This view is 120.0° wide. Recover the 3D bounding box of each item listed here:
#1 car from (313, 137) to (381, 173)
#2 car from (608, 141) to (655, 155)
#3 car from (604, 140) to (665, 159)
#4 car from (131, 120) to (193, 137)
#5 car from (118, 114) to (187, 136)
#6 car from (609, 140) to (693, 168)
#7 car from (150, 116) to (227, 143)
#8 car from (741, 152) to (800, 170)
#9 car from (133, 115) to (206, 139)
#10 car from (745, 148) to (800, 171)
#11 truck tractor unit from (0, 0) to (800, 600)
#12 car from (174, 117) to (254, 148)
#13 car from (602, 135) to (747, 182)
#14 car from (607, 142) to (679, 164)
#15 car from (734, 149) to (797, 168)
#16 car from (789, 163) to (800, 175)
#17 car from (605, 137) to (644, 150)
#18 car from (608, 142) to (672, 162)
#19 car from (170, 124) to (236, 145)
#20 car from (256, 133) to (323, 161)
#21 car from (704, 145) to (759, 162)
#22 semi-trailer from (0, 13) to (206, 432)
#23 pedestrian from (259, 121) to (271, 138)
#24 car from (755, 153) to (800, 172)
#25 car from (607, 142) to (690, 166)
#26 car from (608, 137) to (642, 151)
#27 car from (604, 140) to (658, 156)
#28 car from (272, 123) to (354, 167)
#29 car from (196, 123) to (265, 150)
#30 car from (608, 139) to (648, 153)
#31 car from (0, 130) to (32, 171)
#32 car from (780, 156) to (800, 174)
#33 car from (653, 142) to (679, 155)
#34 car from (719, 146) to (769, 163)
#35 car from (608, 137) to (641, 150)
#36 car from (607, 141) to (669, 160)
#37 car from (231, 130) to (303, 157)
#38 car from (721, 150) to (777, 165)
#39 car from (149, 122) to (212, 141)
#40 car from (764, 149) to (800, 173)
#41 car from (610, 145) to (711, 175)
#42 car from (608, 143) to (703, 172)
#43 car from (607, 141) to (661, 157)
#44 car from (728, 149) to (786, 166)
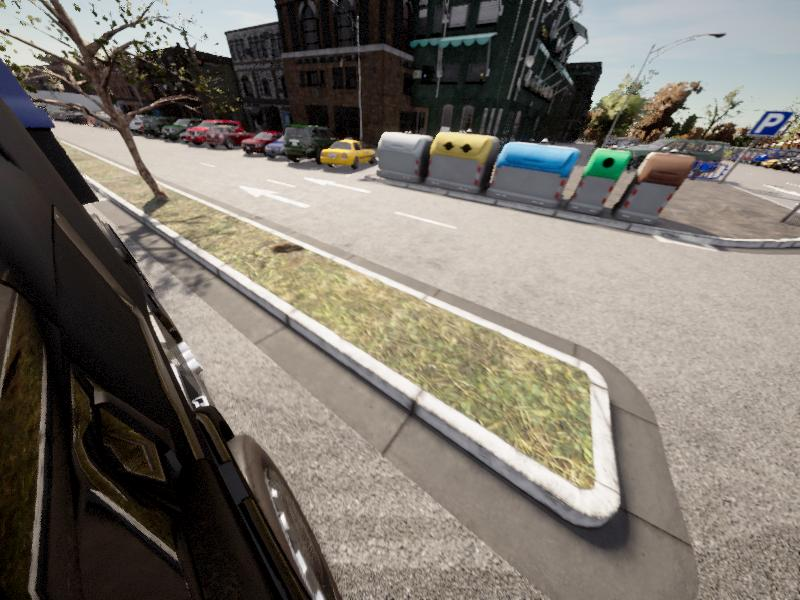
[{"bbox_3d":[-3.071,-9.485,14.853,1.946,1.575,5.366,11,37,11],"label":"car"},{"bbox_3d":[36.996,-24.463,37.148,4.792,1.488,2.163,12,38,11],"label":"car"},{"bbox_3d":[31.551,-20.405,31.294,5.366,1.575,1.946,12,38,11],"label":"car"},{"bbox_3d":[-30.049,-21.797,29.467,2.097,1.535,5.008,12,37,11],"label":"car"},{"bbox_3d":[-32.483,-23.139,30.673,2.435,2.045,5.566,11,37,11],"label":"car"},{"bbox_3d":[22.976,-13.609,21.428,4.553,1.767,2.185,12,38,11],"label":"car"},{"bbox_3d":[-22.701,-18.604,25.294,2.435,2.045,5.566,12,37,11],"label":"car"},{"bbox_3d":[53.699,-20.074,33.294,4.792,1.488,2.163,14,39,10],"label":"car"},{"bbox_3d":[-27.591,-20.889,28.007,2.435,2.045,5.566,11,37,11],"label":"car"},{"bbox_3d":[51.995,-18.877,31.114,5.566,2.045,2.435,14,39,10],"label":"car"},{"bbox_3d":[-2.645,-0.295,0.352,6.516,4.208,3.053,28,44,30],"label":"truck tractor unit"},{"bbox_3d":[-17.807,-16.350,22.623,2.435,2.045,5.566,12,37,11],"label":"car"},{"bbox_3d":[17.745,-9.581,15.481,5.566,2.045,2.435,12,38,11],"label":"car"},{"bbox_3d":[26.486,-16.245,25.402,4.892,1.521,2.231,13,38,11],"label":"car"},{"bbox_3d":[55.497,-21.599,35.195,4.553,1.767,2.185,14,39,10],"label":"car"},{"bbox_3d":[44.862,-13.263,23.127,5.566,2.045,2.435,14,39,10],"label":"car"},{"bbox_3d":[50.980,-35.676,52.610,5.566,2.045,2.435,12,38,11],"label":"car"},{"bbox_3d":[28.207,-17.600,27.378,4.792,1.488,2.163,13,38,11],"label":"car"},{"bbox_3d":[-20.270,-17.252,24.125,2.163,1.488,4.792,12,37,11],"label":"car"},{"bbox_3d":[-8.026,-11.601,17.442,2.002,1.452,4.674,12,37,11],"label":"car"},{"bbox_3d":[64.424,-28.705,45.084,5.566,2.045,2.435,14,39,10],"label":"car"},{"bbox_3d":[-8.950,-3.411,3.974,14.254,4.402,2.717,25,42,27],"label":"semi-trailer"},{"bbox_3d":[-18.482,-23.374,31.674,0.751,1.860,0.751,24,42,23],"label":"pedestrian"},{"bbox_3d":[49.986,-17.327,29.305,5.366,1.575,1.946,14,39,10],"label":"car"},{"bbox_3d":[24.923,-14.842,23.420,5.366,1.575,1.946,12,38,11],"label":"car"},{"bbox_3d":[47.345,-32.933,48.737,4.442,1.987,1.878,12,38,11],"label":"car"},{"bbox_3d":[35.044,-23.151,35.202,5.366,1.575,1.946,13,38,11],"label":"car"},{"bbox_3d":[-5.562,-10.724,15.941,2.435,2.045,5.566,11,37,11],"label":"car"},{"bbox_3d":[-15.381,-15.120,21.359,2.185,1.767,4.553,11,37,11],"label":"car"},{"bbox_3d":[42.185,-28.716,42.923,4.553,1.767,2.185,12,38,11],"label":"car"},{"bbox_3d":[-19.208,-6.898,10.493,4.181,1.385,1.994,25,42,26],"label":"car"},{"bbox_3d":[46.591,-14.486,25.297,4.892,1.521,2.231,14,39,10],"label":"car"},{"bbox_3d":[49.687,-28.364,43.263,2.097,1.767,4.553,27,43,26],"label":"car"},{"bbox_3d":[60.996,-25.854,41.096,4.442,1.987,1.878,14,39,10],"label":"car"},{"bbox_3d":[49.092,-34.307,50.691,4.442,1.987,1.878,12,38,11],"label":"car"},{"bbox_3d":[29.981,-18.990,29.307,5.008,1.535,2.097,13,38,11],"label":"car"},{"bbox_3d":[-10.478,-12.771,18.773,2.097,1.535,5.008,12,37,11],"label":"car"},{"bbox_3d":[59.087,-24.293,39.253,4.892,1.521,2.231,14,39,10],"label":"car"},{"bbox_3d":[-25.165,-19.503,26.792,2.163,1.488,4.792,12,37,11],"label":"car"},{"bbox_3d":[48.370,-16.087,27.135,5.566,2.045,2.435,14,39,10],"label":"car"},{"bbox_3d":[19.504,-10.723,17.613,4.674,1.452,2.002,12,38,11],"label":"car"},{"bbox_3d":[21.247,-12.129,19.545,4.892,1.521,2.231,12,38,11],"label":"car"},{"bbox_3d":[33.479,-21.743,33.224,5.008,1.535,2.097,12,38,11],"label":"car"},{"bbox_3d":[57.278,-23.009,37.199,4.553,1.767,2.185,14,39,10],"label":"car"}]
